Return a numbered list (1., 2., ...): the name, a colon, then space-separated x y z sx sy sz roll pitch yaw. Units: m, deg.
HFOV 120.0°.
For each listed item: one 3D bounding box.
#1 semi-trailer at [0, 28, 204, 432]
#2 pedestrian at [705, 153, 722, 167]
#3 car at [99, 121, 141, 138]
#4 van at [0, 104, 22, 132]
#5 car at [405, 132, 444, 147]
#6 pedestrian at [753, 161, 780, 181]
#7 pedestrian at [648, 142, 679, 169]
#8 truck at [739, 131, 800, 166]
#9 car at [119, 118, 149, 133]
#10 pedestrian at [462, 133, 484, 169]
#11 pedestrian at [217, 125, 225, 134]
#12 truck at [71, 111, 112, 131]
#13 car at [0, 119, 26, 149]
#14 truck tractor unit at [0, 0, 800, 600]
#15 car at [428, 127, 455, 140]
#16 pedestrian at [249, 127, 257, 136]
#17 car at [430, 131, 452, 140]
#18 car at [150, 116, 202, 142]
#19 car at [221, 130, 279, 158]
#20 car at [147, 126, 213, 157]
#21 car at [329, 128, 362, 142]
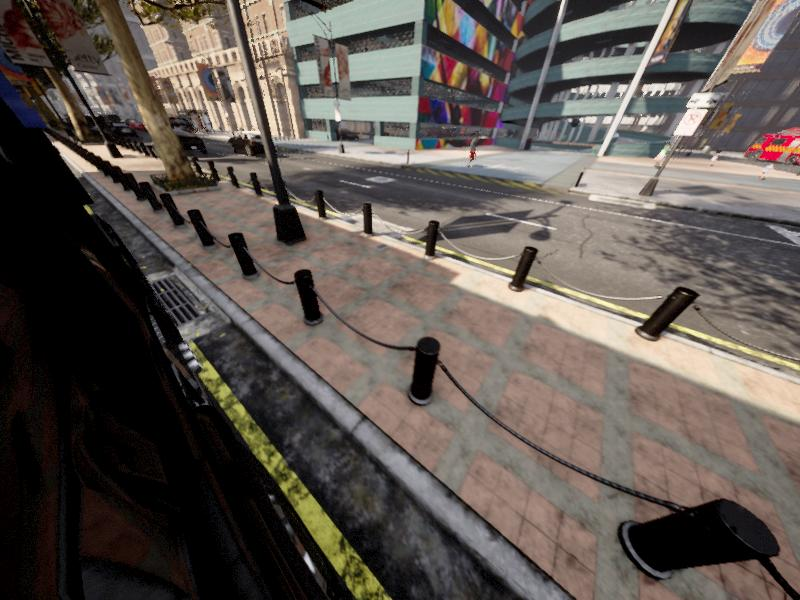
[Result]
1. semi-trailer: -8.824 -3.525 4.087 14.254 4.402 2.717 27 43 28
2. pedestrian: 31.322 -13.983 23.087 0.500 1.100 0.500 31 45 32
3. car: -31.269 -19.033 25.776 4.181 1.385 1.994 26 43 28
4. van: -45.712 -20.560 25.979 6.366 2.431 2.351 27 43 28
5. car: 3.368 -22.463 32.286 4.902 1.511 2.128 26 43 28
6. pedestrian: 25.027 -8.808 15.794 0.500 1.100 0.500 -23 44 -31
7. pedestrian: 21.779 -11.969 19.152 0.751 1.860 0.751 19 40 20
8. truck: 56.328 -21.812 33.155 2.891 3.827 8.468 7 37 6
9. car: -38.821 -25.520 33.747 3.705 1.549 1.789 26 43 28
10. pedestrian: 4.673 -9.598 14.880 0.751 1.860 0.751 29 44 30
11. pedestrian: -27.453 -26.162 35.433 0.500 1.100 0.500 22 41 24
12. truck: -45.343 -26.322 33.938 6.274 2.098 2.390 26 43 28
13. car: -27.811 -11.283 15.603 4.792 1.488 2.163 26 43 28
14. truck tractor unit: -2.645 -0.295 0.351 6.516 4.208 3.053 28 44 30
15. car: 9.741 -39.311 54.531 5.566 2.045 2.435 26 43 28
16. pedestrian: -21.556 -24.668 33.832 0.500 1.100 0.500 15 39 16
17. car: 9.679 -39.021 54.794 4.514 1.523 2.007 26 43 28
18. car: -24.155 -18.441 24.886 5.566 2.045 2.150 27 43 29
19. car: -11.240 -11.788 17.363 3.806 1.475 1.970 26 43 28
20. car: -15.755 -11.380 16.508 4.892 1.490 1.837 26 43 28
21. car: -8.317 -25.094 35.086 4.786 1.482 2.161 26 43 28
